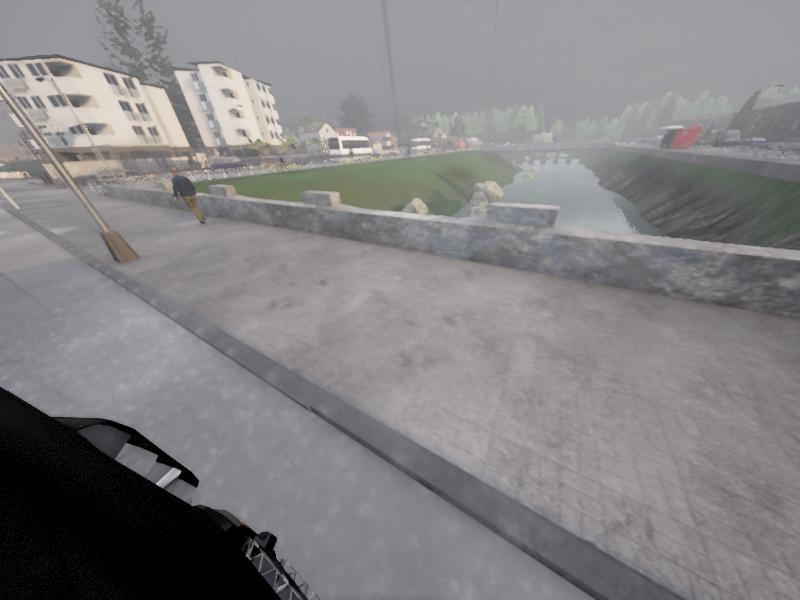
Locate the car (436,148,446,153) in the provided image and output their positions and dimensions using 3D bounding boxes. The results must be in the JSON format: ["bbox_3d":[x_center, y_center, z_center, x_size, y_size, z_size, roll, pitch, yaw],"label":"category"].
[{"bbox_3d":[14.637,-53.281,82.225,1.994,1.385,4.181,16,38,26],"label":"car"}]

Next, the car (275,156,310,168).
[{"bbox_3d":[-18.982,-24.598,41.139,2.033,1.411,5.357,16,38,26],"label":"car"}]

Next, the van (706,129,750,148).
[{"bbox_3d":[58.319,-28.856,41.319,1.988,2.561,5.915,16,38,26],"label":"van"}]

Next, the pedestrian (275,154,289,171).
[{"bbox_3d":[-15.540,-18.106,30.447,0.751,1.860,0.751,16,38,26],"label":"pedestrian"}]

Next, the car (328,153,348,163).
[{"bbox_3d":[-13.189,-30.392,49.313,1.851,1.617,3.988,16,38,26],"label":"car"}]

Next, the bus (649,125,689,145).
[{"bbox_3d":[75.747,-46.616,65.463,3.944,4.253,10.273,16,38,26],"label":"bus"}]

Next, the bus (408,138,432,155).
[{"bbox_3d":[6.847,-51.132,76.899,3.944,4.253,10.273,16,38,26],"label":"bus"}]

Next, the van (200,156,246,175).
[{"bbox_3d":[-24.856,-19.069,32.645,1.775,1.987,4.442,16,38,26],"label":"van"}]

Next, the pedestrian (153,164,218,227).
[{"bbox_3d":[-7.291,-3.580,7.948,0.751,1.860,0.751,16,38,26],"label":"pedestrian"}]

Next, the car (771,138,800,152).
[{"bbox_3d":[48.926,-19.038,28.282,1.895,1.301,4.718,16,38,26],"label":"car"}]

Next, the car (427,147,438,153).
[{"bbox_3d":[12.057,-55.211,85.177,1.801,1.575,5.366,16,38,26],"label":"car"}]

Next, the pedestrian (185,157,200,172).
[{"bbox_3d":[-30.744,-20.035,34.169,0.751,1.860,0.751,16,38,25],"label":"pedestrian"}]

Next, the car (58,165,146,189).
[{"bbox_3d":[-30.853,-13.018,24.217,1.930,1.638,5.238,16,38,26],"label":"car"}]

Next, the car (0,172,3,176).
[{"bbox_3d":[-96.791,-29.745,53.694,1.905,1.878,3.866,24,42,34],"label":"car"}]

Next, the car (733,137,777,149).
[{"bbox_3d":[53.764,-23.869,35.122,1.812,1.442,4.674,16,38,26],"label":"car"}]

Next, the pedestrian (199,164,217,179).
[{"bbox_3d":[-20.081,-13.394,24.141,0.751,1.300,0.751,15,37,25],"label":"pedestrian"}]

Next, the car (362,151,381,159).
[{"bbox_3d":[-7.055,-36.442,58.011,1.930,1.638,5.238,16,38,26],"label":"car"}]

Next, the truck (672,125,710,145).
[{"bbox_3d":[77.829,-44.201,62.062,2.891,3.827,8.468,16,38,26],"label":"truck"}]

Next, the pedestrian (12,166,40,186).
[{"bbox_3d":[-40.987,-13.599,25.325,0.751,1.860,0.751,19,39,29],"label":"pedestrian"}]

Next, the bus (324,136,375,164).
[{"bbox_3d":[-9.862,-30.543,46.920,3.944,4.253,10.273,16,38,26],"label":"bus"}]

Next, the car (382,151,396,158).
[{"bbox_3d":[-2.964,-40.361,63.884,1.994,1.385,4.181,16,38,26],"label":"car"}]
